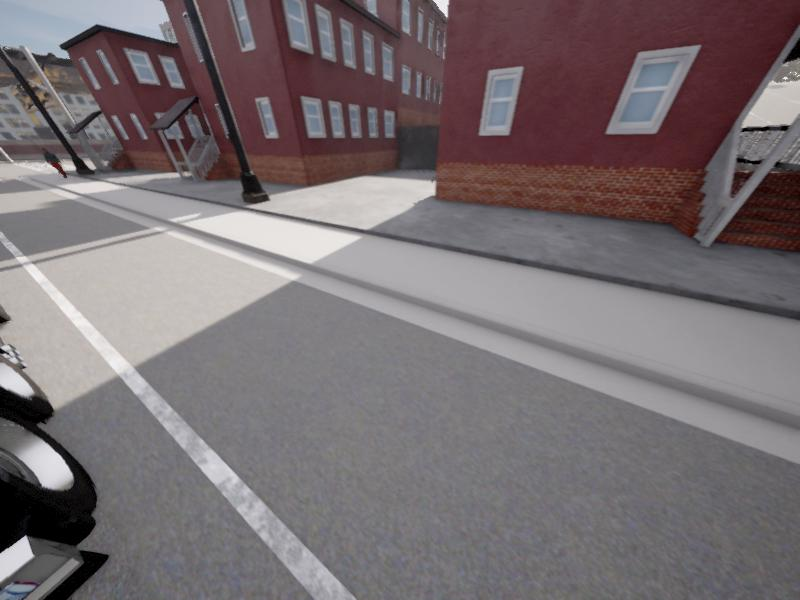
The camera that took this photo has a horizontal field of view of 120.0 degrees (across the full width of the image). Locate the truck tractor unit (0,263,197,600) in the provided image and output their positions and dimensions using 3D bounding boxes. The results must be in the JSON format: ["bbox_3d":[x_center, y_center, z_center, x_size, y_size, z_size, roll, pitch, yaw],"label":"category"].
[{"bbox_3d":[-5.115,-0.296,0.779,6.516,4.208,3.053,18,39,24],"label":"truck tractor unit"}]

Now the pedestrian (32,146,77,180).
[{"bbox_3d":[-22.891,-9.083,15.339,0.751,1.860,0.751,19,39,25],"label":"pedestrian"}]

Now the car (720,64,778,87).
[{"bbox_3d":[41.855,-27.062,27.930,2.128,1.511,4.902,18,43,25],"label":"car"}]

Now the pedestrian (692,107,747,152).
[{"bbox_3d":[16.724,-8.919,12.173,0.751,1.860,0.751,17,38,23],"label":"pedestrian"}]
